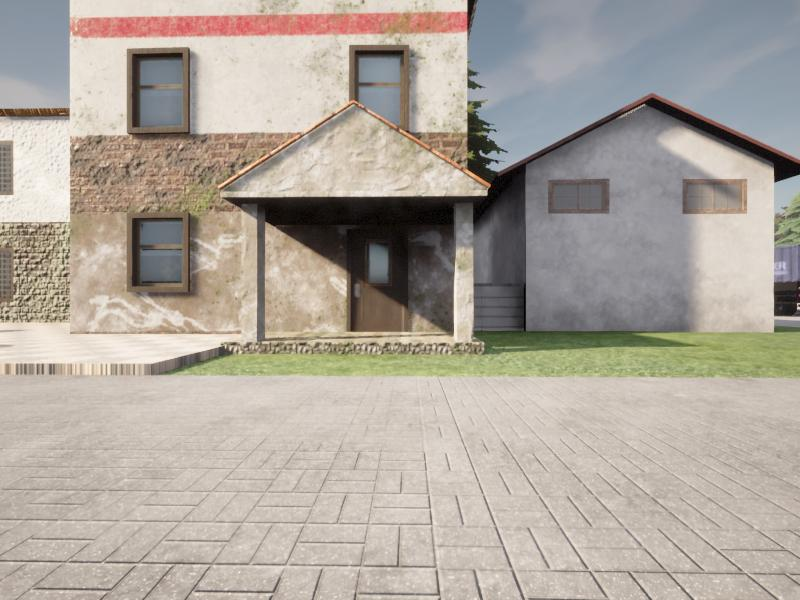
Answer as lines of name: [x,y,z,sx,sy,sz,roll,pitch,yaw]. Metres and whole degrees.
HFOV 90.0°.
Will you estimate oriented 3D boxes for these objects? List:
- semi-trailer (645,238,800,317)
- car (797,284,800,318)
semi-trailer: [23.397,-1.222,29.130,2.717,4.402,14.254,0,0,1]
car: [22.769,0.115,19.795,1.932,1.855,4.605,0,1,5]
